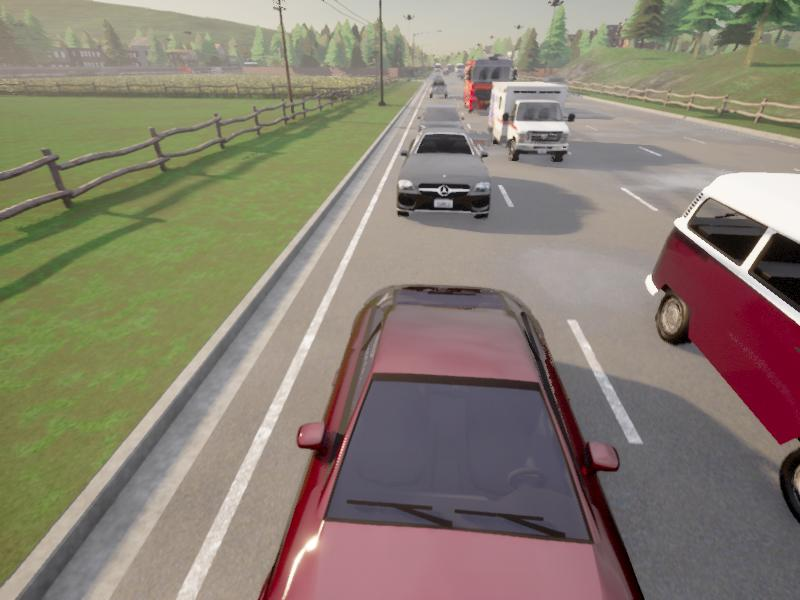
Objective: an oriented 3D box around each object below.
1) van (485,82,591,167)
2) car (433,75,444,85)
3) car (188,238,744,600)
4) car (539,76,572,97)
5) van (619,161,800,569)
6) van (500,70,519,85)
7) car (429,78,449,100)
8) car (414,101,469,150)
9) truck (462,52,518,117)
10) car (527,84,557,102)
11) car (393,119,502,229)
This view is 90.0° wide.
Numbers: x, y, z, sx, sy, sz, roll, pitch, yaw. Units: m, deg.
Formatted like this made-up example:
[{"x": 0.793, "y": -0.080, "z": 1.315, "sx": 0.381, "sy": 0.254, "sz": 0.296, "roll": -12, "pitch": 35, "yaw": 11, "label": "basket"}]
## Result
[{"x": 5.138, "y": -7.364, "z": 16.239, "sx": 2.351, "sy": 2.431, "sz": 6.366, "roll": 2, "pitch": 30, "yaw": 3, "label": "van"}, {"x": 7.379, "y": -42.571, "z": 77.315, "sx": 2.038, "sy": 1.542, "sz": 4.974, "roll": 3, "pitch": 30, "yaw": 4, "label": "car"}, {"x": 0.352, "y": 1.007, "z": 2.934, "sx": 1.994, "sy": 1.385, "sz": 4.181, "roll": 3, "pitch": 30, "yaw": 4, "label": "car"}, {"x": 18.742, "y": -25.977, "z": 48.556, "sx": 2.150, "sy": 2.045, "sz": 5.566, "roll": 3, "pitch": 31, "yaw": 4, "label": "car"}, {"x": 4.031, "y": 0.315, "z": 3.485, "sx": 2.069, "sy": 2.038, "sz": 4.480, "roll": 4, "pitch": 30, "yaw": 7, "label": "van"}, {"x": 21.647, "y": -44.278, "z": 79.503, "sx": 2.351, "sy": 2.431, "sz": 6.366, "roll": 3, "pitch": 30, "yaw": 4, "label": "van"}, {"x": 4.222, "y": -22.981, "z": 43.496, "sx": 1.932, "sy": 1.855, "sz": 4.605, "roll": 3, "pitch": 30, "yaw": 4, "label": "car"}, {"x": 1.889, "y": -8.267, "z": 18.699, "sx": 2.163, "sy": 1.488, "sz": 4.792, "roll": 3, "pitch": 30, "yaw": 4, "label": "car"}, {"x": 6.585, "y": -16.676, "z": 30.798, "sx": 2.891, "sy": 3.827, "sz": 8.468, "roll": 2, "pitch": 30, "yaw": 4, "label": "truck"}, {"x": 14.526, "y": -21.356, "z": 41.188, "sx": 1.970, "sy": 1.475, "sz": 3.806, "roll": 3, "pitch": 30, "yaw": 4, "label": "car"}, {"x": 1.126, "y": -3.561, "z": 10.502, "sx": 2.152, "sy": 1.651, "sz": 5.027, "roll": 3, "pitch": 30, "yaw": 4, "label": "car"}]
